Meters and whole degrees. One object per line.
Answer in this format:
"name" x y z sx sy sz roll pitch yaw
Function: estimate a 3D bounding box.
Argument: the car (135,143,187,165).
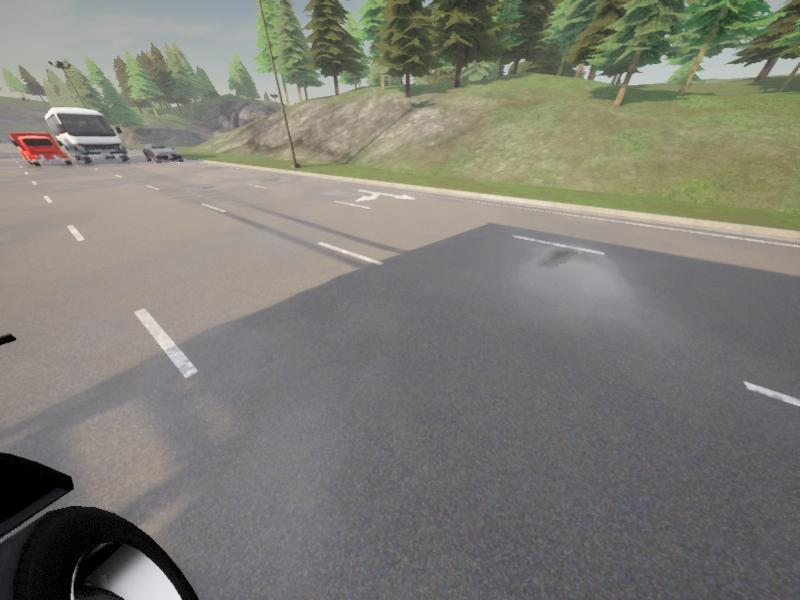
"car" -24.441 -15.013 23.622 5.027 1.651 2.152 23 41 29

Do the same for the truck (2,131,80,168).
"truck" -31.785 -13.336 20.464 5.204 2.467 2.627 22 40 28

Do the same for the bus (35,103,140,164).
"bus" -32.134 -16.750 23.771 10.273 4.253 3.944 21 40 29
